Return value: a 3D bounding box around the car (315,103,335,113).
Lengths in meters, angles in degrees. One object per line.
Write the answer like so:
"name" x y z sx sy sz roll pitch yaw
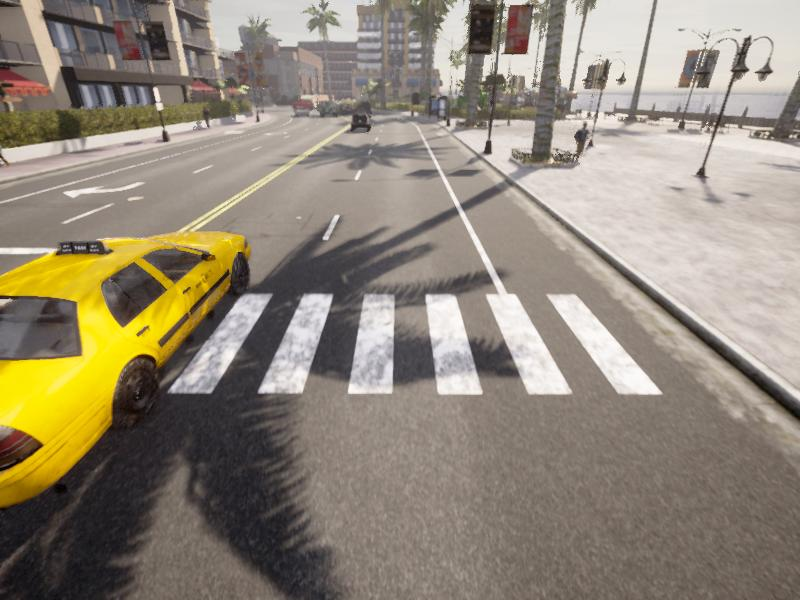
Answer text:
"car" -13.168 -33.787 70.365 1.994 1.385 4.181 -16 31 -28

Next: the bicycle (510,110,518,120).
"bicycle" 14.190 -22.990 49.777 0.373 1.024 1.643 0 27 -1

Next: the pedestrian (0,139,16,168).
"pedestrian" -16.849 -6.180 16.838 0.500 1.100 0.500 2 27 2

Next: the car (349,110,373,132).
"car" -3.498 -16.328 36.416 1.851 1.617 3.988 0 27 -1

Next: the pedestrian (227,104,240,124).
"pedestrian" -17.007 -19.075 40.965 0.751 1.860 0.751 -1 27 -2

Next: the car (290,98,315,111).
"car" -18.954 -38.024 77.815 2.150 2.045 5.566 -21 34 -35

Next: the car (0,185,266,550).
"car" -3.491 -0.076 4.991 1.801 1.575 5.366 0 27 0

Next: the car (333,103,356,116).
"car" -8.593 -29.458 61.866 2.242 1.667 4.611 -11 29 -21

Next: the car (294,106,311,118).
"car" -13.817 -26.571 56.496 1.895 1.301 4.718 -7 28 -14

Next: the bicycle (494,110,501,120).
"bicycle" 12.178 -22.987 49.755 0.373 1.024 1.643 0 27 -1

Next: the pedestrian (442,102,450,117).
"pedestrian" 6.205 -25.653 53.881 0.751 1.860 0.751 -3 28 -6

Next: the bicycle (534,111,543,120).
"bicycle" 17.207 -22.994 49.810 0.373 1.024 1.643 0 27 -1

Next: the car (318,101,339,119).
"car" -9.976 -26.578 55.719 2.150 2.045 5.566 -7 28 -14

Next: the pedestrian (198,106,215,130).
"pedestrian" -16.558 -15.619 34.280 0.751 1.860 0.751 1 27 1

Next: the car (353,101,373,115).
"car" -5.930 -30.868 64.252 1.905 1.878 3.866 -11 29 -21

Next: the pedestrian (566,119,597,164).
"pedestrian" 8.288 -7.259 18.298 0.751 1.860 0.751 1 27 2
